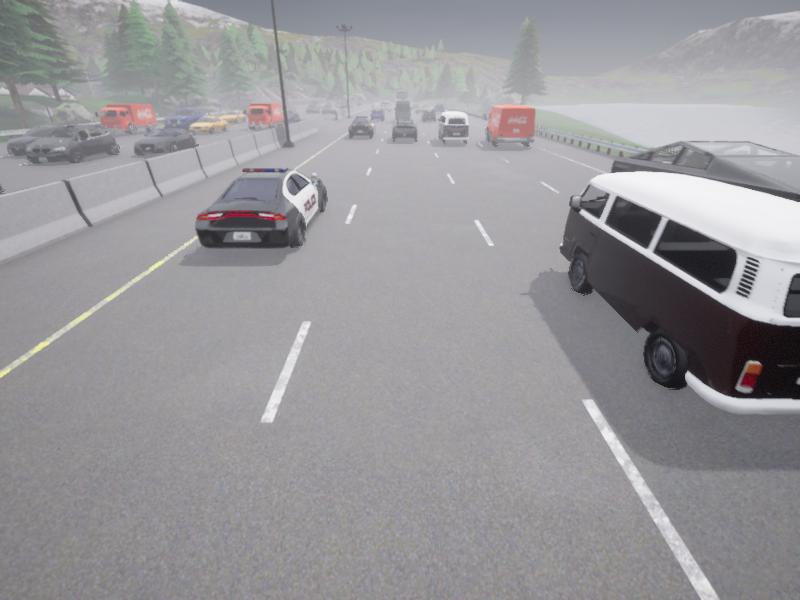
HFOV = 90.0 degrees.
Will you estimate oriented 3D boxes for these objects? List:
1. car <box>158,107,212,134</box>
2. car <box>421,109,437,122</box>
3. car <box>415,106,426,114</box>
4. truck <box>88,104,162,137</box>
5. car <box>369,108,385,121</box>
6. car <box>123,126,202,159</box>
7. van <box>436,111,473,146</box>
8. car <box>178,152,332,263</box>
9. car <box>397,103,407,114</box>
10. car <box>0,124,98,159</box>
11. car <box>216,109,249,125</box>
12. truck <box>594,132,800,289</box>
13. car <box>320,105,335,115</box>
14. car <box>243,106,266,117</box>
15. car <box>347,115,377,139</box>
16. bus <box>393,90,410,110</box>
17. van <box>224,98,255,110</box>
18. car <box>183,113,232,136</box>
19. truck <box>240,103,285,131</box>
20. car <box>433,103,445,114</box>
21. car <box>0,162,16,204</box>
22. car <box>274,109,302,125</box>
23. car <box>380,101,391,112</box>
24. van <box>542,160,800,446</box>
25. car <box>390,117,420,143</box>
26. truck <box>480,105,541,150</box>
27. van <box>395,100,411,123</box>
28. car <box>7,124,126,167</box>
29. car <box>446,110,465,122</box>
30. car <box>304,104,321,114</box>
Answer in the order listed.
[{"bbox_3d":[-20.668,-17.500,38.796,2.150,2.045,5.566,0,28,-1],"label":"car"},{"bbox_3d":[3.890,-24.888,53.904,1.816,1.474,4.193,0,27,0],"label":"car"},{"bbox_3d":[3.920,-37.230,78.304,1.895,1.301,4.718,0,27,0],"label":"car"},{"bbox_3d":[-24.177,-16.051,35.517,2.627,2.467,5.204,0,27,0],"label":"truck"},{"bbox_3d":[-3.108,-25.786,55.616,2.007,1.525,4.514,0,27,0],"label":"car"},{"bbox_3d":[-13.671,-9.262,23.382,1.994,1.385,4.181,0,27,0],"label":"car"},{"bbox_3d":[3.859,-12.555,29.086,2.069,2.038,4.480,0,27,0],"label":"van"},{"bbox_3d":[-3.156,-2.581,10.085,2.038,1.542,4.974,0,27,0],"label":"car"},{"bbox_3d":[0.419,-36.632,76.514,1.905,1.878,3.866,0,27,0],"label":"car"},{"bbox_3d":[-20.672,-9.469,23.657,1.837,1.490,4.892,0,27,0],"label":"car"},{"bbox_3d":[-20.671,-22.760,49.642,1.801,1.575,5.366,0,27,0],"label":"car"},{"bbox_3d":[7.343,-2.560,9.401,2.390,2.098,6.274,0,27,0],"label":"truck"},{"bbox_3d":[-13.584,-35.827,75.258,2.038,1.542,4.974,0,27,0],"label":"car"},{"bbox_3d":[-24.095,-31.357,66.499,2.038,1.542,4.974,0,27,0],"label":"car"},{"bbox_3d":[-3.135,-14.604,33.675,2.038,1.542,4.974,0,27,0],"label":"car"},{"bbox_3d":[0.328,-50.597,101.283,3.944,4.253,10.273,0,27,0],"label":"bus"},{"bbox_3d":[-36.308,-44.391,90.566,5.915,2.561,1.988,0,27,0],"label":"van"},{"bbox_3d":[-17.163,-15.815,36.007,1.801,1.575,5.366,0,27,0],"label":"car"},{"bbox_3d":[-13.678,-18.506,40.321,2.627,2.467,5.204,0,27,0],"label":"truck"},{"bbox_3d":[7.418,-36.609,76.453,1.932,1.855,4.605,0,27,0],"label":"car"},{"bbox_3d":[-13.663,-3.205,11.301,1.789,1.549,3.705,0,26,0],"label":"car"},{"bbox_3d":[-13.667,-22.592,49.250,2.033,1.649,4.856,0,27,0],"label":"car"},{"bbox_3d":[-3.070,-41.827,86.525,2.150,2.045,5.566,0,27,0],"label":"car"},{"bbox_3d":[3.848,-0.504,5.441,2.069,2.038,4.480,0,27,0],"label":"van"},{"bbox_3d":[0.362,-13.228,30.986,2.128,1.511,4.902,0,27,0],"label":"car"},{"bbox_3d":[7.358,-11.961,27.456,2.627,2.467,5.204,0,28,0],"label":"truck"},{"bbox_3d":[0.394,-25.079,53.112,1.988,2.561,5.915,0,27,0],"label":"van"},{"bbox_3d":[-17.173,-8.238,21.044,2.242,1.667,4.611,0,27,0],"label":"car"},{"bbox_3d":[7.392,-24.803,53.930,1.895,1.301,4.718,0,27,0],"label":"car"},{"bbox_3d":[-17.079,-37.219,78.054,2.242,1.667,4.611,0,27,0],"label":"car"}]
